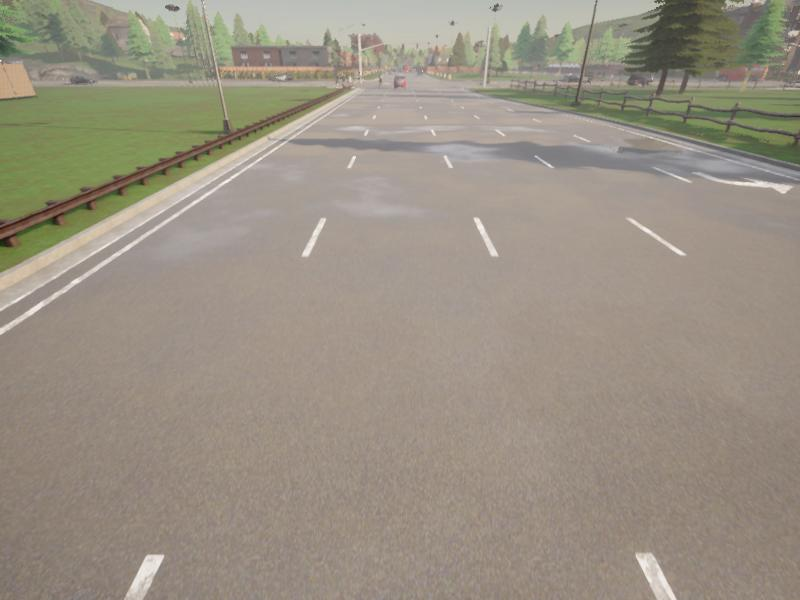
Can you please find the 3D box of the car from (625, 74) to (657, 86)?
[{"bbox_3d":[41.298,-37.769,68.656,3.866,1.878,1.905,0,30,0],"label":"car"}]

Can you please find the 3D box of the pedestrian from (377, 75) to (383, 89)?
[{"bbox_3d":[-3.029,-33.053,60.547,0.751,1.860,0.751,-6,31,-10],"label":"pedestrian"}]

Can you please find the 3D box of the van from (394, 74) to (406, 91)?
[{"bbox_3d":[-0.005,-31.467,57.761,1.775,1.987,4.442,0,30,0],"label":"van"}]

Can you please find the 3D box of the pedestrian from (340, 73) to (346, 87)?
[{"bbox_3d":[-8.802,-34.192,62.188,0.751,1.860,0.751,-3,31,-5],"label":"pedestrian"}]

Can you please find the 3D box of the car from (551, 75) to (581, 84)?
[{"bbox_3d":[32.587,-43.468,78.749,4.892,1.490,1.837,0,30,0],"label":"car"}]

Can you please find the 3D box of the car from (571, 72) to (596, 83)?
[{"bbox_3d":[37.453,-45.370,81.636,3.866,1.878,1.905,0,30,0],"label":"car"}]

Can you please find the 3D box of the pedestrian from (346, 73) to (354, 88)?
[{"bbox_3d":[-7.551,-33.149,60.408,0.751,1.860,0.751,11,32,17],"label":"pedestrian"}]

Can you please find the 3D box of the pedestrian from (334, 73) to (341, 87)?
[{"bbox_3d":[-9.680,-34.036,61.926,0.751,1.860,0.751,-7,31,-11],"label":"pedestrian"}]

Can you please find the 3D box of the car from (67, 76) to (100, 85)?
[{"bbox_3d":[-57.453,-39.892,72.635,4.193,1.474,1.816,0,30,0],"label":"car"}]

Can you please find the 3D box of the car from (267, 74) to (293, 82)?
[{"bbox_3d":[-25.544,-47.353,85.274,4.974,1.542,2.038,0,30,0],"label":"car"}]
